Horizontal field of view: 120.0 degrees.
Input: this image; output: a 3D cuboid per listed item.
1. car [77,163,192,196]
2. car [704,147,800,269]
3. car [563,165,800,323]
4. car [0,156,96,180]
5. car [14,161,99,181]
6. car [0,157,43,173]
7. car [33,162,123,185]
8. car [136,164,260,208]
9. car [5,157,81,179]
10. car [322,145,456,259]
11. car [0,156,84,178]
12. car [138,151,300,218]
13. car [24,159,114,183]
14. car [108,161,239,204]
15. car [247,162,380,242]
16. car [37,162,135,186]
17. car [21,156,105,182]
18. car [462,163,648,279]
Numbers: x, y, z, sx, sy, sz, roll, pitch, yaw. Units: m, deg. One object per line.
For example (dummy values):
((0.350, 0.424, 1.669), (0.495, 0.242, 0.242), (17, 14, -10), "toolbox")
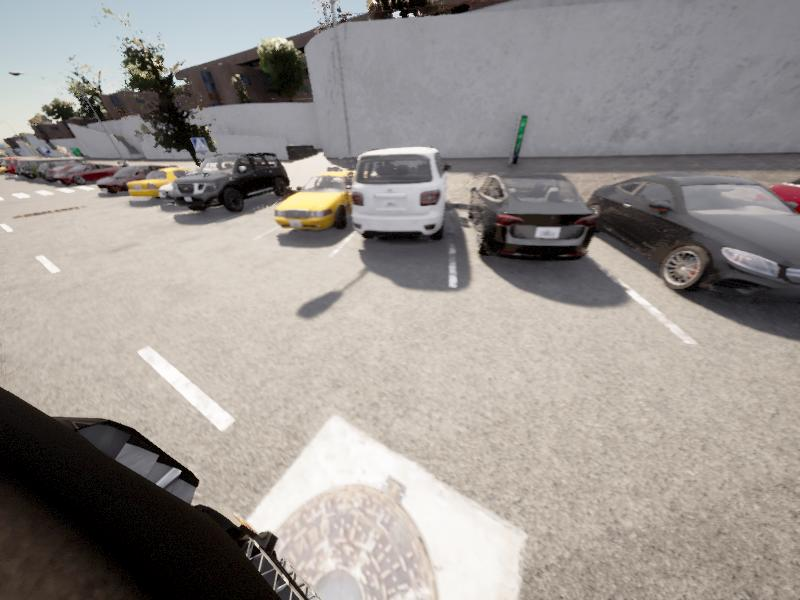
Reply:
((-17.936, -8.499, 16.072), (2.163, 1.488, 4.792), (5, 34, 9), "car")
((8.078, -1.008, 3.118), (2.185, 1.767, 4.553), (4, 34, 9), "car")
((5.483, -1.598, 4.490), (2.002, 1.452, 4.674), (4, 34, 9), "car")
((-41.281, -15.729, 27.411), (2.435, 2.045, 5.566), (5, 34, 9), "car")
((-38.693, -14.758, 26.299), (2.231, 1.521, 4.892), (4, 34, 9), "car")
((-64.562, -22.735, 38.742), (1.878, 1.987, 4.442), (5, 35, 8), "car")
((-30.940, -12.403, 22.504), (2.002, 1.452, 4.674), (4, 34, 9), "car")
((-10.127, -6.176, 12.255), (2.002, 1.452, 4.674), (4, 34, 9), "car")
((-43.880, -16.434, 28.626), (1.878, 1.987, 4.442), (5, 34, 9), "car")
((0.268, -3.365, 6.949), (2.435, 2.045, 5.566), (4, 34, 9), "car")
((-46.450, -17.313, 30.005), (2.435, 2.045, 5.566), (4, 34, 9), "car")
((-7.535, -5.623, 10.779), (2.435, 2.045, 5.566), (5, 34, 9), "car")
((-33.532, -13.300, 23.662), (2.185, 1.767, 4.553), (4, 34, 9), "car")
((-12.707, -7.087, 13.665), (1.946, 1.575, 5.366), (4, 34, 9), "car")
((-2.358, -3.802, 8.209), (1.946, 1.575, 5.366), (4, 34, 9), "car")
((-28.336, -11.617, 21.195), (2.163, 1.488, 4.792), (5, 34, 9), "car")
((-36.095, -14.240, 24.999), (1.878, 1.987, 4.442), (4, 34, 9), "car")
((2.875, -2.378, 5.808), (2.163, 1.488, 4.792), (4, 34, 10), "car")
